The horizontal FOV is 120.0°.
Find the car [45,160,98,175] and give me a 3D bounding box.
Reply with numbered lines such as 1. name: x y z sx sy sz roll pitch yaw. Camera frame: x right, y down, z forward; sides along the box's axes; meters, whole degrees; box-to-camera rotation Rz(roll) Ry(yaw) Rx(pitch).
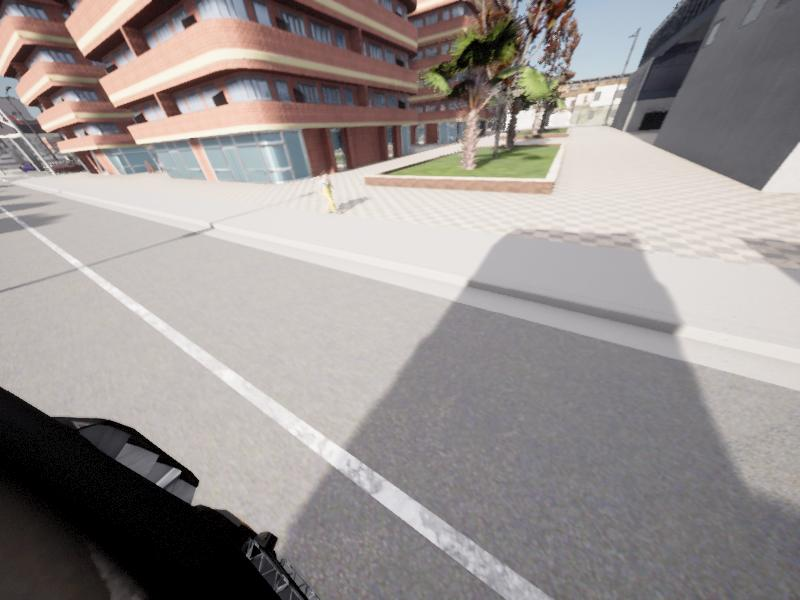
1. car: -52.780 -21.365 37.223 1.812 1.442 4.674 16 40 25

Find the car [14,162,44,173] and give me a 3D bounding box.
1. car: -74.215 -26.585 46.205 4.611 1.667 2.242 17 41 26

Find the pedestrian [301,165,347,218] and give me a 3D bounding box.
1. pedestrian: -2.266 -3.301 7.033 0.751 1.300 0.751 16 41 26

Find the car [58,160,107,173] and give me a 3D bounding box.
1. car: -54.935 -23.221 40.065 1.895 1.301 4.718 16 40 25
